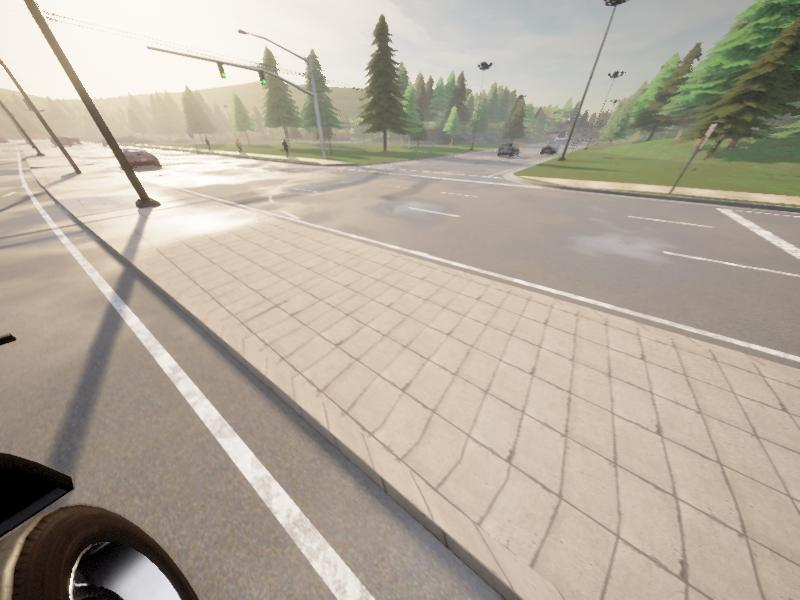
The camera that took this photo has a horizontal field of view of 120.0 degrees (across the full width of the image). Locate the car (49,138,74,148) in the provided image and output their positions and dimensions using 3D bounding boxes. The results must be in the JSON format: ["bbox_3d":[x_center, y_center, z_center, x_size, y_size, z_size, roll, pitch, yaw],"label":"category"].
[{"bbox_3d":[-74.057,-34.427,50.527,5.027,1.651,2.152,23,41,29],"label":"car"}]

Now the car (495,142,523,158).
[{"bbox_3d":[15.467,-21.235,32.652,2.033,1.649,4.856,24,42,29],"label":"car"}]

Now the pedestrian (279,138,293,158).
[{"bbox_3d":[-12.812,-17.036,25.959,0.751,1.860,0.751,25,42,30],"label":"pedestrian"}]

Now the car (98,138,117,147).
[{"bbox_3d":[-69.545,-37.506,54.934,3.988,1.617,1.851,23,41,29],"label":"car"}]

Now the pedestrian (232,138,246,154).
[{"bbox_3d":[-22.138,-21.215,31.787,0.751,1.860,0.751,24,42,30],"label":"pedestrian"}]

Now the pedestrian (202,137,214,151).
[{"bbox_3d":[-30.974,-25.166,37.297,0.751,1.860,0.751,24,42,30],"label":"pedestrian"}]

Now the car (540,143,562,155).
[{"bbox_3d":[25.072,-25.120,38.314,2.038,1.542,4.974,24,41,29],"label":"car"}]

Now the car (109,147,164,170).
[{"bbox_3d":[-22.474,-12.168,19.722,4.181,1.385,1.994,23,41,29],"label":"car"}]
